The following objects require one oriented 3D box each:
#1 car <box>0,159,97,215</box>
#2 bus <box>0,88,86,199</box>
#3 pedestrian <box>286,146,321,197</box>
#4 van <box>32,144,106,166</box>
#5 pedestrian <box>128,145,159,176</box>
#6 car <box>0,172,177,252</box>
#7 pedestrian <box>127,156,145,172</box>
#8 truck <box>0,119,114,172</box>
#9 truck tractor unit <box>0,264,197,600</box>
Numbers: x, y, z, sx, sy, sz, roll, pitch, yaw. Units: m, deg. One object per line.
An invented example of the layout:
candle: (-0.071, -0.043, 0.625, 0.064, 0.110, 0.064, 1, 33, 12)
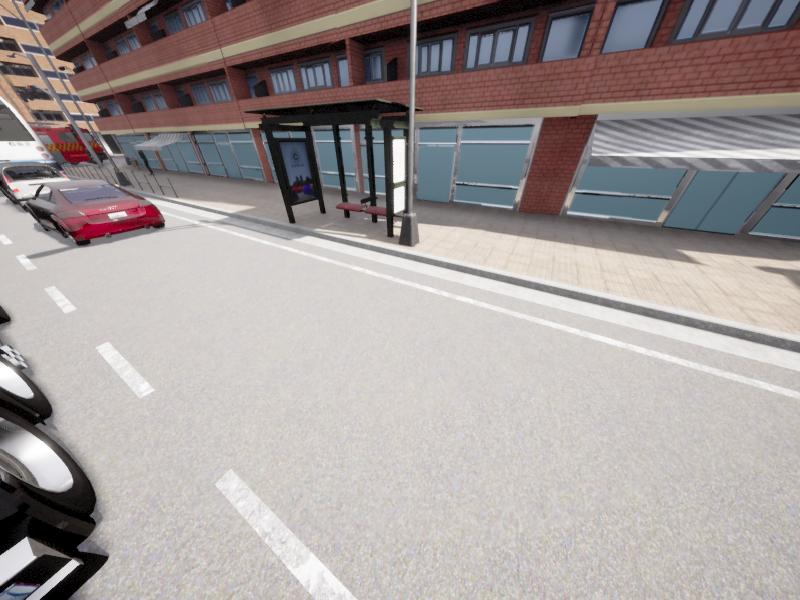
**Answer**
car: (-15.346, -4.888, 9.722, 3.988, 1.617, 1.851, 18, 39, 24)
bus: (-23.284, -8.483, 12.628, 10.273, 4.253, 3.944, 18, 39, 24)
pedestrian: (-4.245, -5.721, 10.305, 0.751, 1.860, 0.751, 18, 39, 25)
van: (-38.963, -17.300, 27.383, 1.775, 1.987, 4.442, 18, 39, 25)
pedestrian: (-18.344, -10.014, 16.573, 0.751, 1.860, 0.751, -24, 41, -30)
car: (-9.288, -2.824, 6.922, 4.181, 1.385, 1.994, 17, 38, 23)
pedestrian: (-21.752, -11.236, 19.047, 0.500, 1.100, 0.500, 21, 40, 27)
truck: (-35.983, -15.805, 23.608, 2.891, 3.827, 8.468, -5, 35, -6)
truck tractor unit: (-5.110, -0.301, 0.779, 6.516, 4.208, 3.053, 18, 39, 24)
